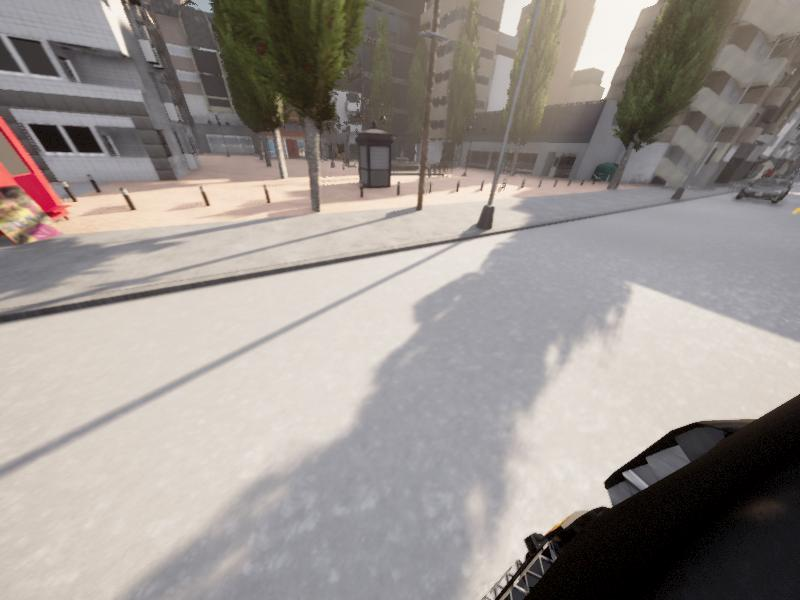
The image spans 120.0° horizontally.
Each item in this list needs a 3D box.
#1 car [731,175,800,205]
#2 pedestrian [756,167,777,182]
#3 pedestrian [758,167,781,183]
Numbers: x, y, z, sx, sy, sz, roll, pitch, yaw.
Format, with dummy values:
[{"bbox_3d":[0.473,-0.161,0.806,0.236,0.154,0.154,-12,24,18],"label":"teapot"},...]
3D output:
[{"bbox_3d":[26.825,-8.103,16.843,4.514,1.525,2.007,-16,38,-26],"label":"car"},{"bbox_3d":[53.961,-18.477,34.015,0.751,1.860,0.751,-10,36,-19],"label":"pedestrian"},{"bbox_3d":[52.124,-17.633,32.604,0.751,1.860,0.751,-13,37,-22],"label":"pedestrian"}]
